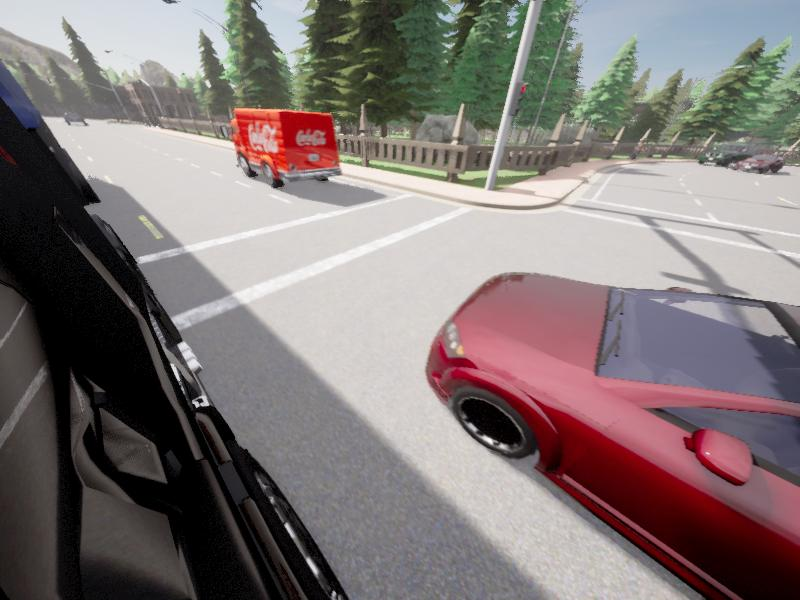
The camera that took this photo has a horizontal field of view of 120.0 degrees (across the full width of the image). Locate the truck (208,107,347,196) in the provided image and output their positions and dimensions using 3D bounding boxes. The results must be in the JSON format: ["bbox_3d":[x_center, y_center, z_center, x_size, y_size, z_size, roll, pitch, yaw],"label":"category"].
[{"bbox_3d":[-5.080,-6.409,9.732,5.204,2.467,2.627,29,44,30],"label":"truck"}]

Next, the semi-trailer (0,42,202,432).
[{"bbox_3d":[-8.712,-3.613,4.188,14.254,4.402,2.717,28,44,29],"label":"semi-trailer"}]

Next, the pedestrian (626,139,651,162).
[{"bbox_3d":[23.048,-14.454,22.349,0.751,1.860,0.751,-18,42,-25],"label":"pedestrian"}]

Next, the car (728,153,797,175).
[{"bbox_3d":[32.452,-12.249,20.715,4.674,1.442,1.812,-12,40,-19],"label":"car"}]

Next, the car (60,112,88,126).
[{"bbox_3d":[-54.584,-30.402,38.706,5.027,1.651,2.152,31,45,32],"label":"car"}]

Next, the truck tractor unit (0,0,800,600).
[{"bbox_3d":[-2.645,-0.295,0.351,6.516,4.208,3.053,28,44,30],"label":"truck tractor unit"}]

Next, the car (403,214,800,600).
[{"bbox_3d":[2.301,0.790,1.623,4.181,1.385,1.994,28,44,30],"label":"car"}]

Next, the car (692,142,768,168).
[{"bbox_3d":[34.545,-15.182,24.220,5.566,2.045,2.150,-9,39,-16],"label":"car"}]
